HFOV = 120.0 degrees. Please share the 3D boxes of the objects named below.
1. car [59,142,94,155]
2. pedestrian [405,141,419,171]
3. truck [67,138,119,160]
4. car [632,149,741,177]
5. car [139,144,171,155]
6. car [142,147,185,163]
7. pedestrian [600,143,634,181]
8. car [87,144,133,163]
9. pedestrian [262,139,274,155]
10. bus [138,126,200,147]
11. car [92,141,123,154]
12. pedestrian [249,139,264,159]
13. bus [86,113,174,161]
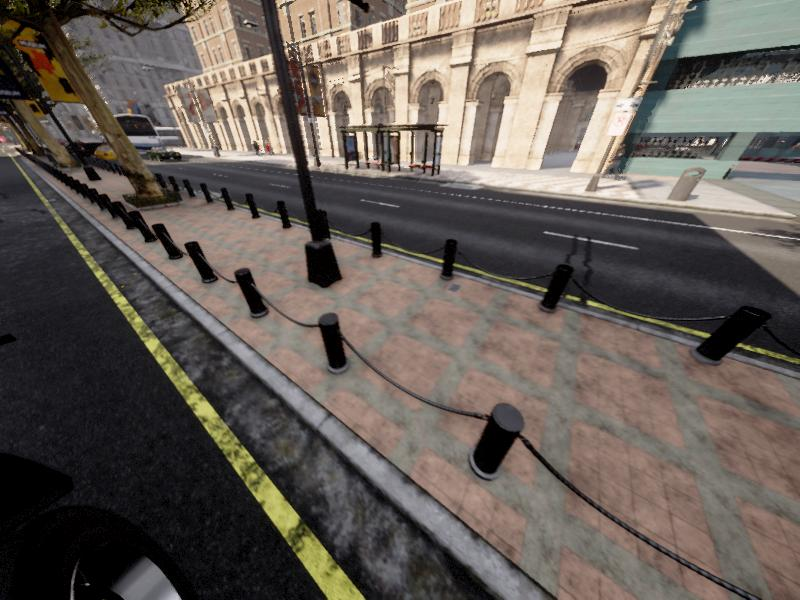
[{"bbox_3d":[-48.974,-22.977,34.958,4.902,1.511,2.128,22,41,28],"label":"car"},{"bbox_3d":[0.890,-10.716,17.238,0.751,1.860,0.751,22,41,28],"label":"pedestrian"},{"bbox_3d":[-37.786,-18.675,28.405,6.274,2.098,2.390,22,41,28],"label":"truck"},{"bbox_3d":[21.271,-10.552,17.605,4.786,1.482,2.161,22,41,28],"label":"car"},{"bbox_3d":[-37.090,-22.810,34.974,4.718,1.301,1.895,22,41,28],"label":"car"},{"bbox_3d":[-26.048,-16.039,25.431,4.718,1.301,1.895,22,41,28],"label":"car"},{"bbox_3d":[12.817,-8.154,13.673,0.751,1.860,0.751,26,43,32],"label":"pedestrian"},{"bbox_3d":[-31.155,-15.771,24.770,5.366,1.575,1.801,22,41,28],"label":"car"},{"bbox_3d":[-18.344,-21.236,32.068,0.751,1.860,0.751,23,41,29],"label":"pedestrian"},{"bbox_3d":[-62.029,-44.114,62.536,3.944,4.253,10.273,22,40,28],"label":"bus"},{"bbox_3d":[-47.918,-25.057,37.820,4.856,1.649,2.033,22,41,28],"label":"car"},{"bbox_3d":[-16.649,-17.552,26.843,0.751,1.860,0.751,25,42,31],"label":"pedestrian"},{"bbox_3d":[-33.651,-20.245,28.792,10.273,4.253,3.944,22,41,28],"label":"bus"}]
